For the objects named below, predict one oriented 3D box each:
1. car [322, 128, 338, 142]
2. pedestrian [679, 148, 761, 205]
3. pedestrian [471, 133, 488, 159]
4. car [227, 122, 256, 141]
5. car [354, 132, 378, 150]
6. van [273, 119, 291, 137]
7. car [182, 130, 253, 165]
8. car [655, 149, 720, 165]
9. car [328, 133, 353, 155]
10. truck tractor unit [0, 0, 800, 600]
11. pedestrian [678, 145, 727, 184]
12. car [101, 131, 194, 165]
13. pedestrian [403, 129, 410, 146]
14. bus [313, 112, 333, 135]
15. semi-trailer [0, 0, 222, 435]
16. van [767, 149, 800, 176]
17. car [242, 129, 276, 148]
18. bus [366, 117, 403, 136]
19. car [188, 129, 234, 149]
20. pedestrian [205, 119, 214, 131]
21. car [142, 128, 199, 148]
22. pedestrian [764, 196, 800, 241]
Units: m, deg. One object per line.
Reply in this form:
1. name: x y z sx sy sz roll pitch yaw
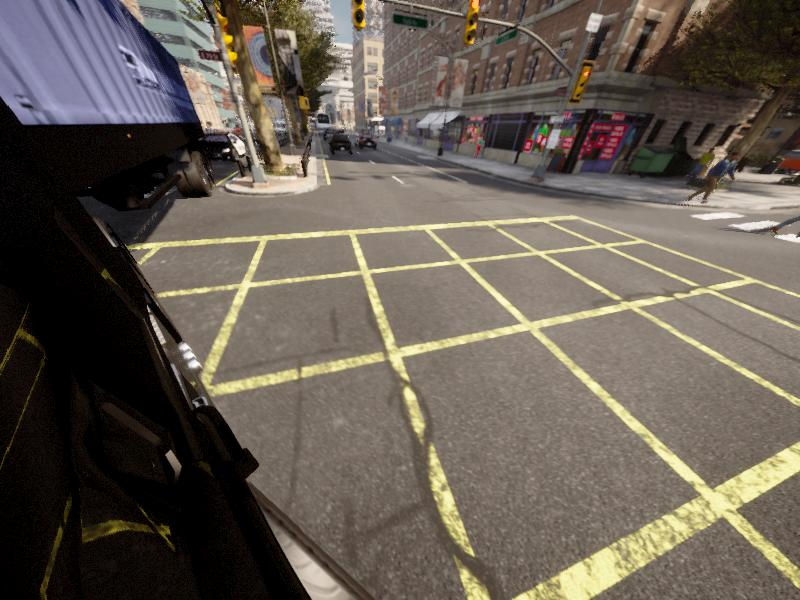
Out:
1. car: -11.623 -27.401 38.265 2.033 1.649 4.856 -8 38 -15
2. pedestrian: 12.340 -4.793 9.020 0.751 1.860 0.751 6 37 5
3. pedestrian: 7.093 -13.731 20.658 0.751 1.860 0.751 -7 38 -13
4. car: -21.041 -22.494 30.870 1.905 1.878 3.866 -8 38 -14
5. car: -4.203 -19.305 27.974 2.038 1.542 4.974 -8 38 -14
6. van: -21.985 -32.236 43.318 1.988 2.561 5.915 -8 38 -14
7. car: -11.598 -10.105 15.178 2.038 1.542 4.974 -8 38 -14
8. car: 35.507 -17.858 28.768 1.895 1.301 4.718 -8 38 -14
9. car: -5.815 -15.160 22.349 1.837 1.490 4.892 -8 38 -14
10. truck tractor unit: -2.645 -0.295 0.351 6.516 4.208 3.053 28 44 30
11. pedestrian: 17.720 -7.950 13.593 0.751 1.860 0.751 -14 40 -22
12. car: -14.793 -9.233 13.942 1.994 1.385 4.181 -8 38 -14
13. pedestrian: 0.929 -23.171 32.910 0.751 1.860 0.751 1 37 -3
14. bus: -19.921 -45.544 59.843 3.944 4.253 10.273 -8 38 -14
15. semi-trailer: -7.031 -4.376 5.375 2.717 4.402 14.254 -17 41 -24
16. van: 37.802 -12.226 20.794 1.775 1.987 4.442 -3 37 -7
17. car: -15.278 -17.743 25.290 2.033 1.411 5.357 -8 38 -14
18. bus: -4.811 -53.214 71.076 10.273 4.253 3.944 -9 38 -15
19. car: -17.716 -15.333 21.926 1.994 1.385 4.181 -8 38 -14
20. pedestrian: -37.844 -34.718 45.903 0.751 1.860 0.751 -11 39 -17
21. car: -20.907 -15.010 21.343 1.895 1.301 4.718 -8 38 -14
22. pedestrian: 11.781 -2.684 6.414 0.751 1.860 0.751 -10 38 -16
